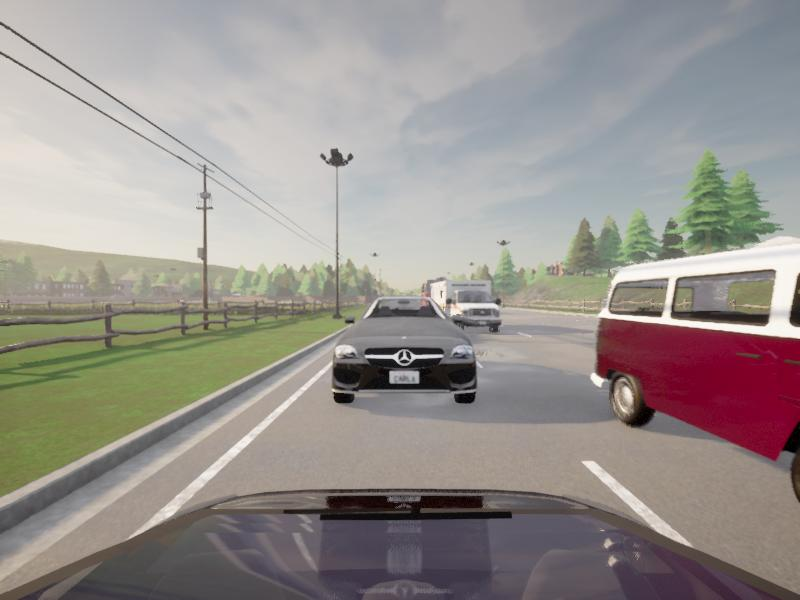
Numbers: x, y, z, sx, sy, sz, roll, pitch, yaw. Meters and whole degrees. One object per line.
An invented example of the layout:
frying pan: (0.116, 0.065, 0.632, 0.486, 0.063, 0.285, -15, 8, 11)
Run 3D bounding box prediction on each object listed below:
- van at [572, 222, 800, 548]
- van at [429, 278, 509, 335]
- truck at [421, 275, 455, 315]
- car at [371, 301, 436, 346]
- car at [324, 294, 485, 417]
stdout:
van: (3.543, 0.530, 3.616, 2.069, 2.038, 4.480, 0, 0, 0)
van: (3.212, 0.292, 20.380, 2.351, 2.431, 6.366, 0, 0, -6)
truck: (3.840, -0.466, 42.700, 2.891, 3.827, 8.468, 0, 0, 0)
car: (0.138, 0.783, 15.862, 2.163, 1.488, 4.792, 0, 0, 0)
car: (0.077, 0.733, 7.850, 2.152, 1.651, 5.027, 0, 0, 0)
